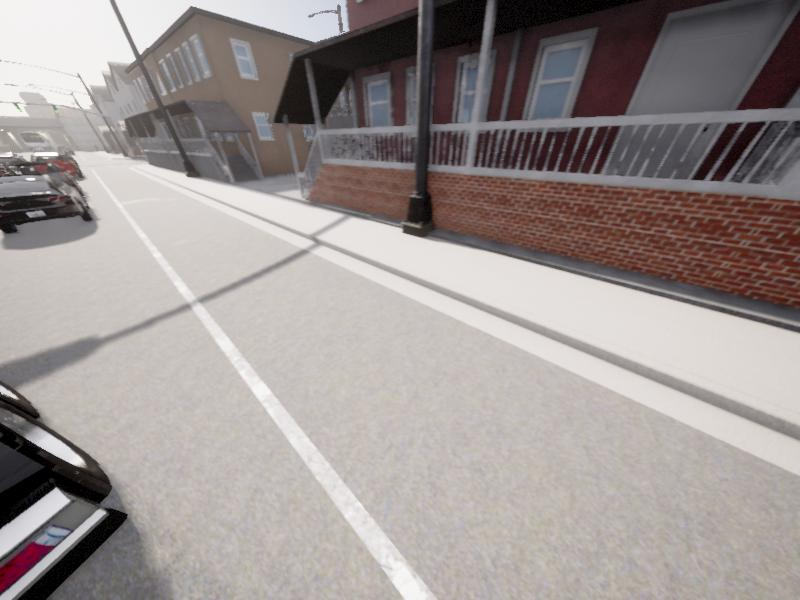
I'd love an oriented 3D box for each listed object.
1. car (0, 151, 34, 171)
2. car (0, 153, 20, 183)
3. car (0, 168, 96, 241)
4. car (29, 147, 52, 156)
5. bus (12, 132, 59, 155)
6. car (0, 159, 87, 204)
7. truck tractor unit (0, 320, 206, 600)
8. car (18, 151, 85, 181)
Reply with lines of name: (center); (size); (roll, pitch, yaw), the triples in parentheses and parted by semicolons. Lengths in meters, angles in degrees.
car: (-41.971, -15.019, 24.850); (4.902, 1.511, 2.128); (26, 43, 32)
car: (-30.470, -9.577, 16.732); (4.611, 1.667, 2.242); (26, 43, 32)
car: (-12.513, -3.513, 7.966); (4.674, 1.442, 1.812); (26, 43, 32)
car: (-77.631, -32.064, 49.895); (5.357, 1.411, 2.033); (26, 43, 32)
bus: (-85.808, -37.052, 54.674); (10.273, 4.253, 3.944); (26, 43, 32)
car: (-17.817, -6.090, 11.659); (3.633, 1.501, 1.845); (26, 43, 32)
truck tractor unit: (-5.230, -0.162, 0.608); (6.516, 4.208, 3.053); (13, 38, 19)
car: (-27.423, -10.746, 18.357); (4.611, 1.667, 2.242); (26, 43, 32)
